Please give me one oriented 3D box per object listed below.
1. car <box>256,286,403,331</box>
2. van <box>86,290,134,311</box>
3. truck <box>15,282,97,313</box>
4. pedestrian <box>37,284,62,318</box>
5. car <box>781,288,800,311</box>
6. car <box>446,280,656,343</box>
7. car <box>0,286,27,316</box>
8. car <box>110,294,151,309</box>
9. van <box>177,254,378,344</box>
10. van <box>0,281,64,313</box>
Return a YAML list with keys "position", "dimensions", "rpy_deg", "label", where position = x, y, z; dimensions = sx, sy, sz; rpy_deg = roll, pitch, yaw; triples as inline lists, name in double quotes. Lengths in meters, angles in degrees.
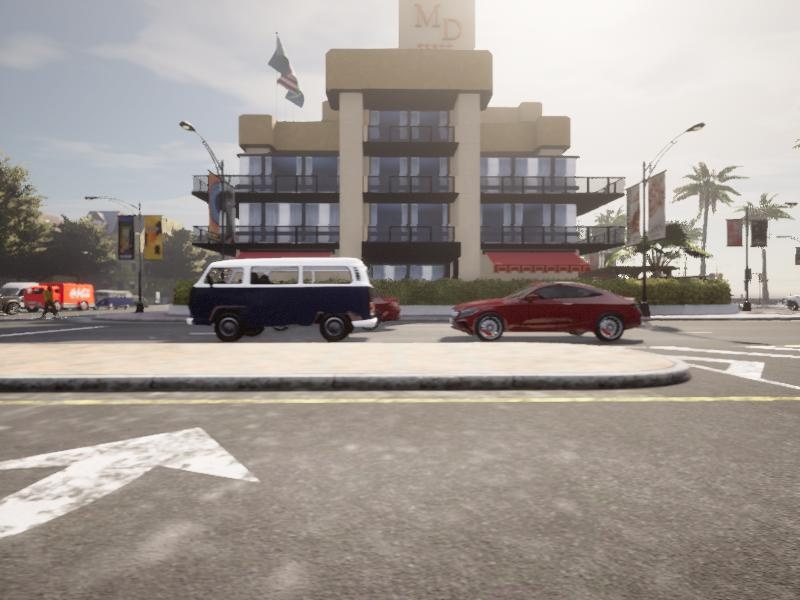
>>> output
- position: [-2.267, 0.273, 13.653]
  dimensions: [4.674, 1.442, 1.812]
  rpy_deg: [0, 0, -1]
  label: "car"
- position: [-29.514, 0.031, 40.941]
  dimensions: [1.775, 1.987, 4.442]
  rpy_deg: [0, 0, -1]
  label: "van"
- position: [-29.376, -0.211, 34.443]
  dimensions: [2.627, 2.467, 5.204]
  rpy_deg: [0, 0, -1]
  label: "truck"
- position: [-19.425, 0.059, 22.179]
  dimensions: [0.751, 1.860, 0.751]
  rpy_deg: [0, 0, 10]
  label: "pedestrian"
- position: [36.248, -0.073, 34.169]
  dimensions: [2.150, 2.045, 5.566]
  rpy_deg: [0, 0, 0]
  label: "car"
- position: [3.643, 0.266, 10.246]
  dimensions: [4.674, 1.442, 1.812]
  rpy_deg: [0, 0, -1]
  label: "car"
- position: [-25.801, 0.082, 24.287]
  dimensions: [1.932, 1.855, 4.605]
  rpy_deg: [0, 0, 1]
  label: "car"
- position: [-33.195, 0.130, 49.405]
  dimensions: [2.097, 1.767, 4.553]
  rpy_deg: [0, 0, -1]
  label: "car"
- position: [-2.826, -0.025, 10.138]
  dimensions: [4.480, 2.038, 2.069]
  rpy_deg: [0, 0, -1]
  label: "van"
- position: [-32.900, -0.241, 35.076]
  dimensions: [1.988, 2.561, 5.915]
  rpy_deg: [0, 0, -2]
  label: "van"
